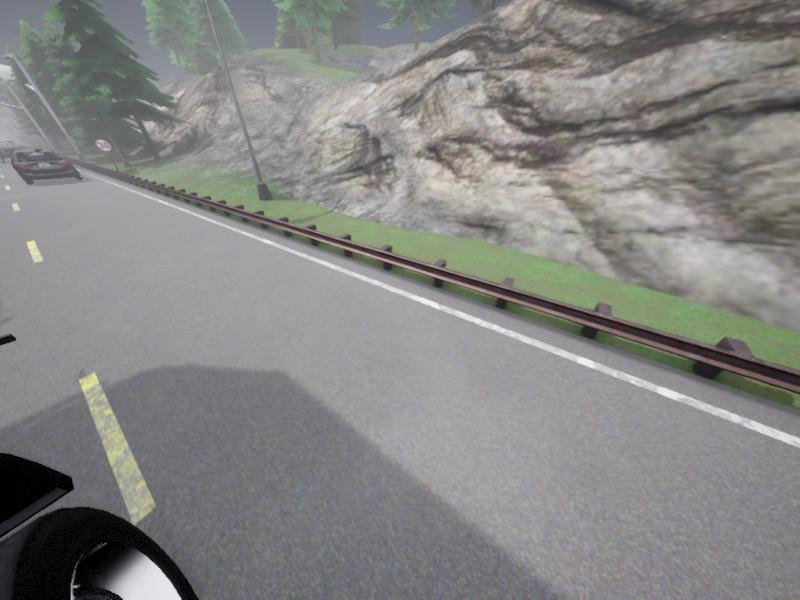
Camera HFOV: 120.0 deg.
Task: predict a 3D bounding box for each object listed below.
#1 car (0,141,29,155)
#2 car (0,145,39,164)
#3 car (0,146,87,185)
[{"bbox_3d":[-57.556,-22.428,34.035,4.611,1.667,2.242,22,40,27],"label":"car"},{"bbox_3d":[-40.004,-14.816,23.382,4.892,1.490,1.837,10,35,14],"label":"car"},{"bbox_3d":[-21.937,-8.325,14.132,4.611,1.667,2.242,22,40,27],"label":"car"}]
